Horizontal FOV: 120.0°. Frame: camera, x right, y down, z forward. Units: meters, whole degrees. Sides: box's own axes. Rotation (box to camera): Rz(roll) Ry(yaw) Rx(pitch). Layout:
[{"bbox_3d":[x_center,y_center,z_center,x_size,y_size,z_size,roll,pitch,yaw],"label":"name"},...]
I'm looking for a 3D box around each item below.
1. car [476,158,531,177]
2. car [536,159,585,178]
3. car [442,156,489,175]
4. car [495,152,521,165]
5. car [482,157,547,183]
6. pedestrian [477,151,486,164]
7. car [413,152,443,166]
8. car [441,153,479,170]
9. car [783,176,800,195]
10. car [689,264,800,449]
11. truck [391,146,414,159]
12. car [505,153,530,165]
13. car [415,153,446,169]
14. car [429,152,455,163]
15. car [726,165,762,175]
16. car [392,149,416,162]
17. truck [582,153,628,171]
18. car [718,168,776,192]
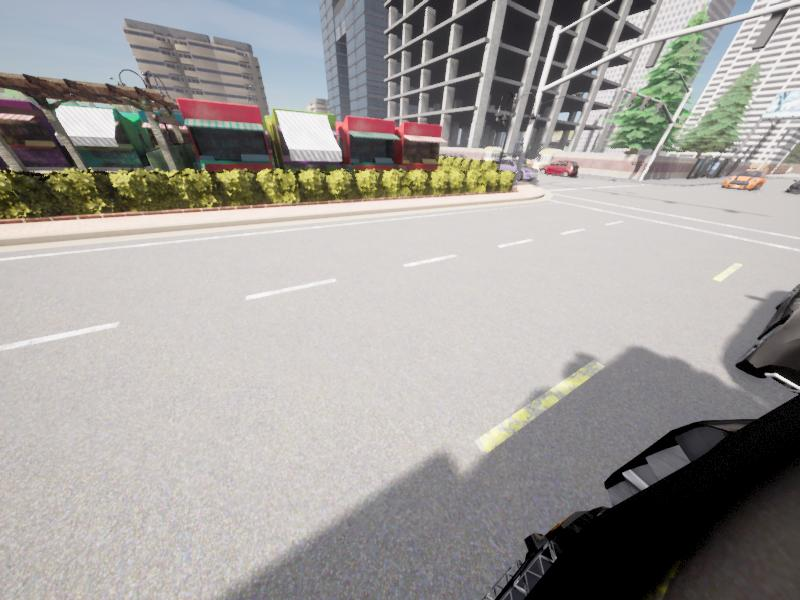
[{"bbox_3d":[11.399,-14.853,25.831,2.033,1.411,5.357,-16,38,-26],"label":"car"},{"bbox_3d":[18.658,-15.443,27.086,1.851,1.617,3.988,-16,38,-26],"label":"car"},{"bbox_3d":[7.194,-15.219,25.980,2.163,1.488,4.792,-16,38,-26],"label":"car"},{"bbox_3d":[21.126,-27.839,45.445,1.905,1.878,3.866,-15,38,-25],"label":"car"},{"bbox_3d":[10.364,-12.077,21.358,2.033,1.649,4.856,-16,38,-25],"label":"car"},{"bbox_3d":[14.575,-25.473,41.328,0.751,1.860,0.751,-15,38,-25],"label":"pedestrian"},{"bbox_3d":[4.296,-22.077,36.040,2.038,1.542,4.974,-16,38,-26],"label":"car"},{"bbox_3d":[7.860,-18.542,30.863,2.242,1.667,4.611,-16,38,-26],"label":"car"},{"bbox_3d":[39.913,-11.172,22.492,4.892,1.490,1.837,-16,38,-25],"label":"car"},{"bbox_3d":[6.041,0.330,2.548,4.902,1.511,2.128,-15,38,-25],"label":"car"},{"bbox_3d":[0.516,-33.963,53.136,2.390,2.098,6.274,-16,38,-26],"label":"truck"},{"bbox_3d":[23.689,-28.544,46.705,1.905,1.878,3.866,-15,38,-25],"label":"car"},{"bbox_3d":[3.964,-18.475,30.640,1.816,1.474,4.193,-16,38,-26],"label":"car"},{"bbox_3d":[7.668,-26.502,42.957,1.882,1.535,5.008,-16,37,-26],"label":"car"},{"bbox_3d":[86.678,-32.762,58.340,2.097,1.767,4.553,-15,38,-25],"label":"car"},{"bbox_3d":[0.646,-25.805,41.273,1.930,1.638,5.238,-16,38,-26],"label":"car"},{"bbox_3d":[37.048,-25.048,41.998,2.615,2.467,5.204,-15,38,-25],"label":"truck"},{"bbox_3d":[35.167,-12.212,23.425,4.553,1.767,2.097,-15,38,-25],"label":"car"}]
